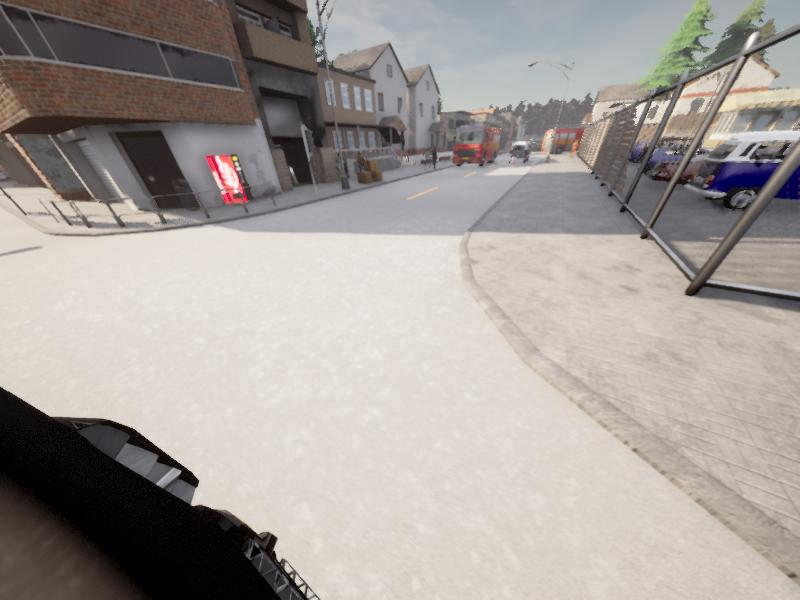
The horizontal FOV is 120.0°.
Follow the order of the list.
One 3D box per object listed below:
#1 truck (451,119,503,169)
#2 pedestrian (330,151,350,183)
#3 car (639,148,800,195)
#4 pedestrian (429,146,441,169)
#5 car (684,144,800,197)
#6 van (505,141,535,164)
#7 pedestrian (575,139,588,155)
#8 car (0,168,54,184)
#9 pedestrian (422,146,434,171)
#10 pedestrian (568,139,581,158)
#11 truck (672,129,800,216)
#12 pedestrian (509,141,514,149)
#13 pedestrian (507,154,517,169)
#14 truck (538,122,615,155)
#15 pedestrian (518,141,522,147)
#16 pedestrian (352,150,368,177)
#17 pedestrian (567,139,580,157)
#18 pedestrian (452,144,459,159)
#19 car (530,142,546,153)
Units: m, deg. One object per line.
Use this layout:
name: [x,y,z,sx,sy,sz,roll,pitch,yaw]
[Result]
truck: [8.564,-16.943,25.209,2.891,3.827,8.468,16,38,26]
pedestrian: [-4.134,-9.209,16.043,0.751,1.860,0.751,21,40,31]
car: [14.061,-5.395,9.595,5.357,1.415,2.033,16,38,26]
pedestrian: [3.331,-13.682,22.235,0.751,1.860,0.751,-24,39,-29]
car: [14.310,-5.527,9.646,1.789,1.547,3.705,16,38,26]
van: [13.629,-16.748,26.176,2.069,2.038,4.480,16,38,26]
pedestrian: [25.569,-21.659,32.630,0.751,1.860,0.751,9,35,16]
car: [-56.985,-18.735,34.819,2.033,1.649,4.856,9,35,16]
pedestrian: [2.579,-13.004,21.272,0.751,1.860,0.751,-29,42,-33]
pedestrian: [21.033,-18.263,27.861,0.751,1.860,0.751,16,38,26]
truck: [11.924,-3.728,6.686,4.478,2.038,2.069,16,38,26]
pedestrian: [33.560,-46.679,69.527,0.751,1.860,0.751,15,38,25]
pedestrian: [10.087,-12.475,20.829,0.500,1.100,0.500,7,35,14]
truck: [27.265,-25.128,36.165,8.468,3.827,2.891,0,34,4]
pedestrian: [42.937,-55.886,82.658,0.751,1.860,0.751,17,39,27]
pedestrian: [-3.178,-10.968,18.610,0.751,1.860,0.751,13,37,22]
pedestrian: [21.784,-19.069,29.017,0.751,1.860,0.751,17,39,27]
pedestrian: [8.473,-22.679,35.346,0.751,1.860,0.751,18,39,28]
car: [28.216,-31.261,47.219,2.242,1.667,4.611,14,37,24]
